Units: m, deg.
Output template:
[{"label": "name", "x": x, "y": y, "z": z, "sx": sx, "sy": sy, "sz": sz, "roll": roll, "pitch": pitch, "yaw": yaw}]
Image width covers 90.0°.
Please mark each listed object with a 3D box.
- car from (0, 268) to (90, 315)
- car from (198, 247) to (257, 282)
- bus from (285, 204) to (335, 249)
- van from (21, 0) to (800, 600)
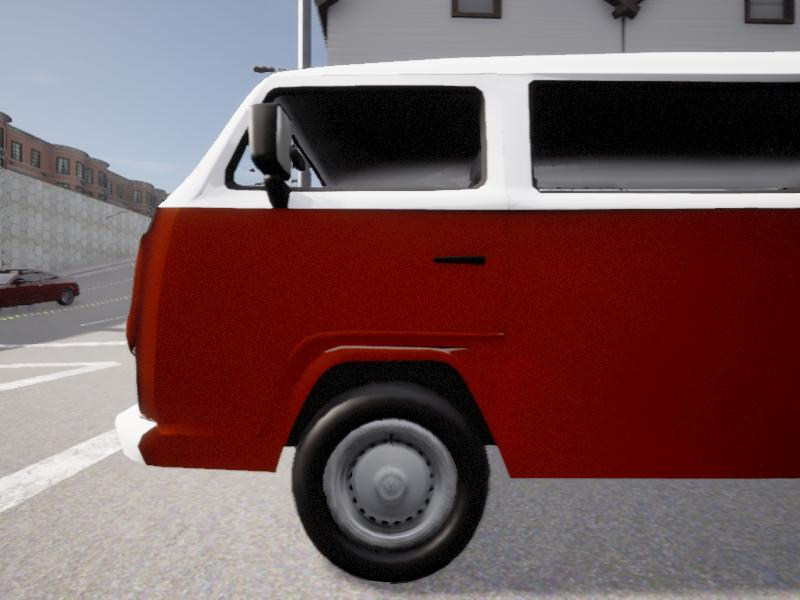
[{"label": "car", "x": -14.131, "y": -0.362, "z": 14.575, "sx": 1.812, "sy": 1.442, "sz": 4.674, "roll": 0, "pitch": 6, "yaw": 2}, {"label": "car", "x": -10.688, "y": -2.331, "z": 25.125, "sx": 1.851, "sy": 1.617, "sz": 3.988, "roll": 0, "pitch": 14, "yaw": 0}, {"label": "bus", "x": -10.910, "y": -8.900, "z": 49.731, "sx": 3.944, "sy": 4.253, "sz": 10.273, "roll": 0, "pitch": 3, "yaw": 0}, {"label": "van", "x": 1.138, "y": -0.029, "z": 2.199, "sx": 4.480, "sy": 2.038, "sz": 2.069, "roll": 0, "pitch": 0, "yaw": 0}]
